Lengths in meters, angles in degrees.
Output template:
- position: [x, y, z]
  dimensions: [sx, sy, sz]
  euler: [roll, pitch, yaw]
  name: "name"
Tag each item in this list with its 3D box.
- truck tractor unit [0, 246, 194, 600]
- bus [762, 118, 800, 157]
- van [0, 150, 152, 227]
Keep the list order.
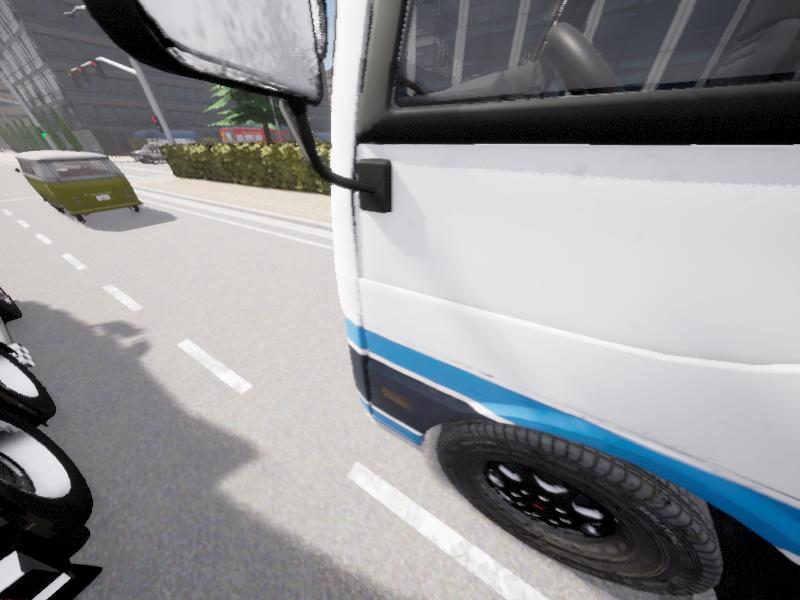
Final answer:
- position: [-5.081, -0.329, 0.820]
  dimensions: [6.516, 4.208, 3.053]
  euler: [20, 40, 26]
  name: "truck tractor unit"
- position: [55.224, -21.275, 30.115]
  dimensions: [3.944, 4.253, 10.273]
  euler: [18, 39, 24]
  name: "bus"
- position: [-11.720, -4.225, 8.404]
  dimensions: [4.442, 1.987, 1.775]
  euler: [18, 39, 24]
  name: "van"
